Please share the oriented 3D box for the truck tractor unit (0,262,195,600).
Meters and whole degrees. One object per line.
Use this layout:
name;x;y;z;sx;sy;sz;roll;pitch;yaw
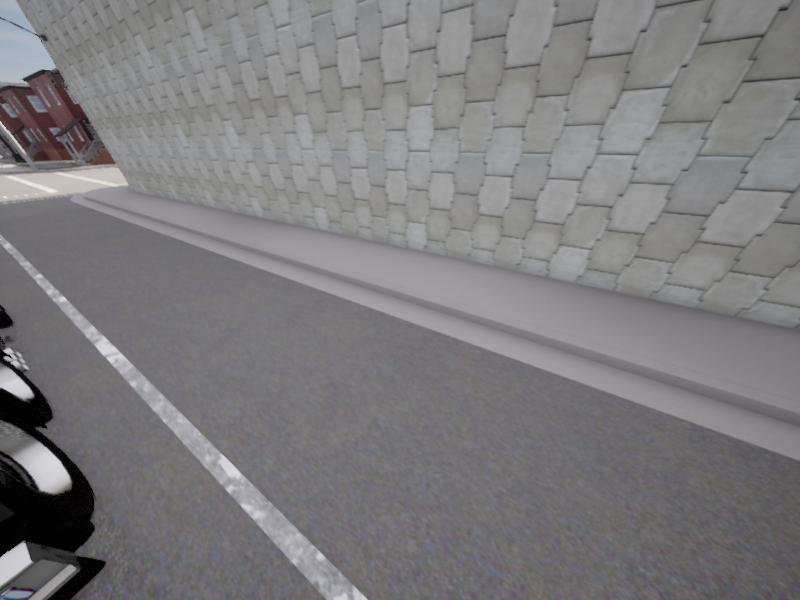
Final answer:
truck tractor unit;-5.108;-0.299;0.805;6.516;4.208;3.053;18;38;25
